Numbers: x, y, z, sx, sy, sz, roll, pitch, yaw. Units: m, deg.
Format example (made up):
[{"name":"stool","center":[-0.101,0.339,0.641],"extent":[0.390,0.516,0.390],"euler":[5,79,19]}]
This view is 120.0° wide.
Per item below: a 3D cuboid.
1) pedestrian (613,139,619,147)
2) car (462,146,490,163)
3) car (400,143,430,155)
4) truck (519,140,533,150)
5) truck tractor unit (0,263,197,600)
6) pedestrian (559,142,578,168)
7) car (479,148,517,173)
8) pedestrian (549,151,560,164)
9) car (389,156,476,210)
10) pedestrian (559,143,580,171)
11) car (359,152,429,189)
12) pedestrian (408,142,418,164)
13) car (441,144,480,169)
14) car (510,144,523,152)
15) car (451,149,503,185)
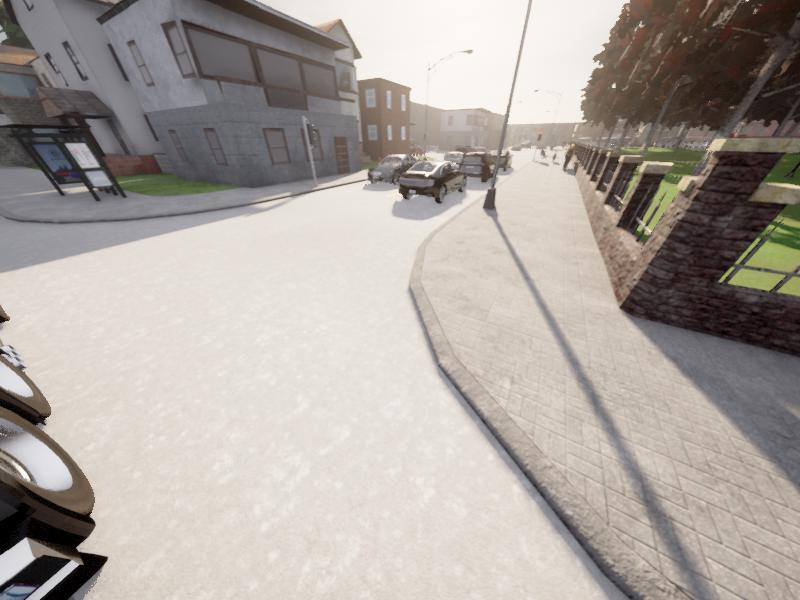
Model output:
[{"name":"pedestrian","center":[64.852,-47.193,69.397],"extent":[0.751,1.860,0.751],"euler":[27,43,33]},{"name":"car","center":[9.378,-17.805,28.179],"extent":[1.837,1.490,4.892],"euler":[18,39,24]},{"name":"car","center":[2.577,-26.714,40.901],"extent":[4.856,1.649,2.033],"euler":[19,39,25]},{"name":"truck","center":[35.244,-43.504,64.731],"extent":[2.390,2.098,6.274],"euler":[18,39,24]},{"name":"truck tractor unit","center":[-5.109,-0.303,0.781],"extent":[6.516,4.208,3.053],"euler":[18,39,24]},{"name":"pedestrian","center":[14.668,-12.622,20.154],"extent":[0.751,1.860,0.751],"euler":[18,39,24]},{"name":"car","center":[8.750,-12.368,20.365],"extent":[2.128,1.511,4.902],"euler":[16,38,22]},{"name":"pedestrian","center":[15.994,-14.767,23.889],"extent":[0.500,1.100,0.500],"euler":[5,35,7]},{"name":"car","center":[1.718,-5.698,10.841],"extent":[2.128,1.511,4.902],"euler":[18,39,25]},{"name":"pedestrian","center":[13.264,-11.225,18.160],"extent":[0.751,1.860,0.751],"euler":[18,39,25]},{"name":"car","center":[-0.170,-8.363,14.681],"extent":[2.128,1.511,4.902],"euler":[18,39,24]},{"name":"pedestrian","center":[1.308,-15.207,23.951],"extent":[0.751,1.860,0.751],"euler":[17,38,23]},{"name":"car","center":[6.034,-14.325,22.876],"extent":[1.932,1.855,4.605],"euler":[20,39,27]},{"name":"car","center":[26.753,-34.820,52.903],"extent":[1.812,1.442,4.674],"euler":[18,39,24]},{"name":"car","center":[5.259,-9.030,15.496],"extent":[2.033,1.649,4.856],"euler":[17,38,23]}]
